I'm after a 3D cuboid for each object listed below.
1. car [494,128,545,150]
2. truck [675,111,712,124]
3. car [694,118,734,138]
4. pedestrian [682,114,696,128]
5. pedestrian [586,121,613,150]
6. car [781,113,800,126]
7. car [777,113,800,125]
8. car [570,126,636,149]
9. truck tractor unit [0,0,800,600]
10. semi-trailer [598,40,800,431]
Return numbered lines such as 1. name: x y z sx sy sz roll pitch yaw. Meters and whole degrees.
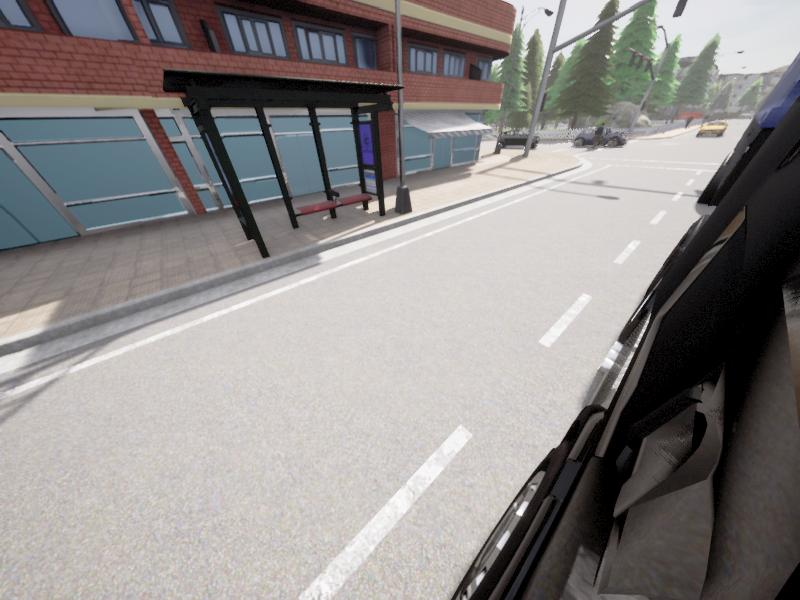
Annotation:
1. car: 11.273 -15.305 21.999 3.705 1.549 1.789 23 44 31
2. truck: 76.898 -47.724 60.530 2.627 2.467 5.204 -27 43 -29
3. car: 35.620 -19.523 26.178 5.366 1.575 1.801 -27 43 -29
4. pedestrian: 49.253 -30.424 39.364 0.751 1.860 0.751 -29 44 -30
5. pedestrian: 16.149 -13.314 18.741 0.751 1.860 0.751 -12 38 -12
6. car: 63.280 -28.797 36.873 5.008 1.535 1.882 -29 44 -30
7. car: 68.402 -31.532 40.254 4.792 1.488 2.163 -28 44 -30
8. car: 17.955 -14.504 20.586 1.970 1.475 3.806 -31 46 -33
9. truck tractor unit: 2.645 -0.295 0.351 6.516 4.208 3.053 -28 44 -30
10. semi-trailer: 8.692 -3.610 4.231 14.254 4.402 2.717 -28 44 -30
